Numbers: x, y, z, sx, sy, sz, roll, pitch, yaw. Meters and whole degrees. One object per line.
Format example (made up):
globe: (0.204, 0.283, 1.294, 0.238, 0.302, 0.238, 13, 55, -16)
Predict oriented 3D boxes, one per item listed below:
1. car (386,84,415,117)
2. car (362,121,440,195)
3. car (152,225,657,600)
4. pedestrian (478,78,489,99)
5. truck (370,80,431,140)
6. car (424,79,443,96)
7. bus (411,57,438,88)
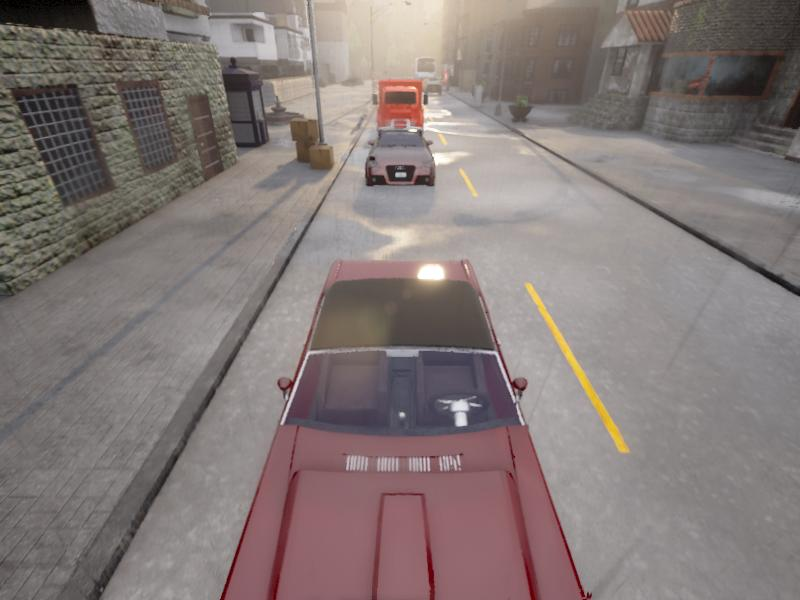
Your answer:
car: (0.019, -14.368, 28.688, 1.905, 1.878, 3.866, 0, 30, 0)
car: (0.015, -4.538, 12.400, 1.994, 1.385, 4.181, 0, 30, 0)
car: (0.018, 0.802, 3.345, 1.895, 1.301, 4.718, 0, 30, 0)
pedestrian: (8.599, -21.844, 41.249, 0.751, 1.860, 0.751, 12, 32, 19)
truck: (0.015, -9.752, 20.269, 2.627, 2.467, 5.204, 0, 29, 0)
car: (4.029, -26.316, 49.362, 1.930, 1.638, 5.238, 0, 30, 0)
bus: (3.918, -38.117, 66.955, 3.944, 4.253, 10.273, 0, 31, 0)
